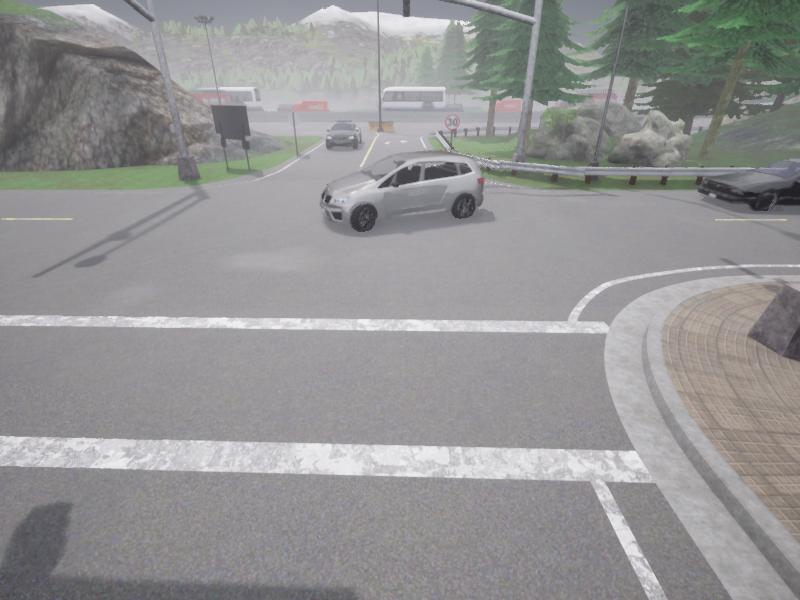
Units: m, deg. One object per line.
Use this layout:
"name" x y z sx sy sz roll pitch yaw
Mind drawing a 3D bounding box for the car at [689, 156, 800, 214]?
"car" 12.802 -3.730 12.786 5.357 1.411 2.033 0 27 0

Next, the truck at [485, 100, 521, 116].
"truck" 17.322 -32.361 67.407 5.204 2.467 2.627 0 27 0

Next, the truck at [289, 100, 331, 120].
"truck" -12.988 -27.580 58.082 5.204 2.467 2.627 0 27 0

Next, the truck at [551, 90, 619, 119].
"truck" 27.971 -29.769 60.866 8.468 3.827 2.891 0 27 0

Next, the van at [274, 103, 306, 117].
"van" -17.672 -30.559 64.426 4.442 1.987 1.775 0 27 0

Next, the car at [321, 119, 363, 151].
"car" -3.620 -10.813 26.020 2.038 1.542 4.974 0 27 0

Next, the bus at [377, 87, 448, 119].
"bus" 1.759 -29.910 60.673 10.273 4.253 3.944 0 27 0

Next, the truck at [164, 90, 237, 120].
"truck" -28.654 -28.190 57.789 8.468 3.827 2.891 0 27 0

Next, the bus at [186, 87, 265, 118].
"bus" -27.522 -31.518 63.806 10.273 4.253 3.944 0 27 0

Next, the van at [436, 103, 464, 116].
"van" 8.332 -32.148 67.523 4.442 1.987 1.775 0 27 0

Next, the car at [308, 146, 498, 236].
"car" 0.060 -3.200 11.203 4.611 1.667 2.242 -11 29 -21
